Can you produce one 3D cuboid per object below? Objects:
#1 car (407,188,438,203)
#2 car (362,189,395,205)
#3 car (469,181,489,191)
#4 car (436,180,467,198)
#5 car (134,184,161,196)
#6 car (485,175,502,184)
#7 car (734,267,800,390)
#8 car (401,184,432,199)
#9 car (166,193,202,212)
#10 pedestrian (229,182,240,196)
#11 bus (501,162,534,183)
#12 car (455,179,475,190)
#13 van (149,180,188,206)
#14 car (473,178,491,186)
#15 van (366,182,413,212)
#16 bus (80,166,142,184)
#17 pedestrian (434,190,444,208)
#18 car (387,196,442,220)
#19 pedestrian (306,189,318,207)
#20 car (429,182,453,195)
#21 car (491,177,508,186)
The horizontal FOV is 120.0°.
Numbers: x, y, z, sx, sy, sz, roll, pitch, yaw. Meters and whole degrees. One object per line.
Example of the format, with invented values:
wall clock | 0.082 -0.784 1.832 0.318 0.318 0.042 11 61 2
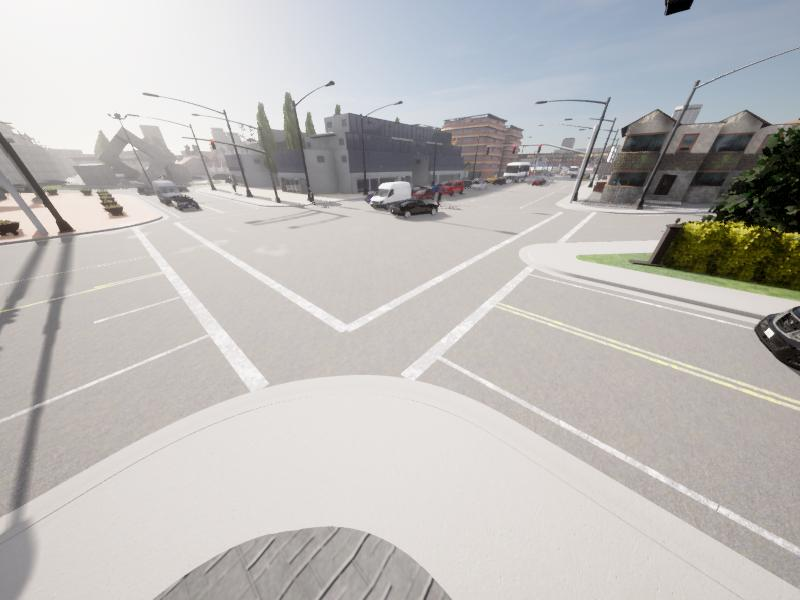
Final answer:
car | 3.182 -14.408 31.735 1.812 1.442 4.674 23 37 34
car | -2.776 -13.582 30.329 1.816 1.474 4.193 23 38 34
car | 15.116 -21.769 44.032 1.812 1.442 4.674 23 38 34
car | 8.281 -17.779 36.876 2.150 2.045 5.566 23 38 34
car | -42.602 -18.587 38.972 3.633 1.501 1.845 17 34 27
car | 22.901 -29.579 56.607 1.882 1.535 5.008 23 38 34
car | 11.035 1.388 3.860 5.566 2.045 2.150 23 37 34
car | 2.610 -16.910 35.845 1.930 1.638 5.238 22 37 34
car | -24.281 -11.043 25.962 4.193 1.474 1.816 23 37 34
pedestrian | -26.118 -17.552 36.507 0.751 1.860 0.751 -26 39 -38
bus | 29.437 -31.920 57.774 3.944 4.253 10.273 23 38 34
car | 13.282 -23.451 46.834 1.837 1.490 4.892 23 38 34
van | -29.986 -13.922 29.886 5.915 2.561 1.988 23 37 34
car | 18.568 -26.762 52.239 1.994 1.385 4.181 23 39 34
van | -1.027 -12.051 26.630 1.988 2.561 5.915 20 35 30
bus | -86.062 -37.640 69.245 3.944 4.253 10.273 13 32 21
pedestrian | 4.436 -11.508 26.303 0.751 1.860 0.751 13 32 21
car | 1.445 -8.970 22.302 5.008 1.535 1.882 -17 34 -26
pedestrian | -10.516 -12.216 27.560 0.751 1.860 0.751 6 31 10
car | 7.257 -19.704 40.661 1.882 1.535 5.008 23 38 34
car | 22.081 -26.211 51.106 1.816 1.474 4.193 23 38 34
